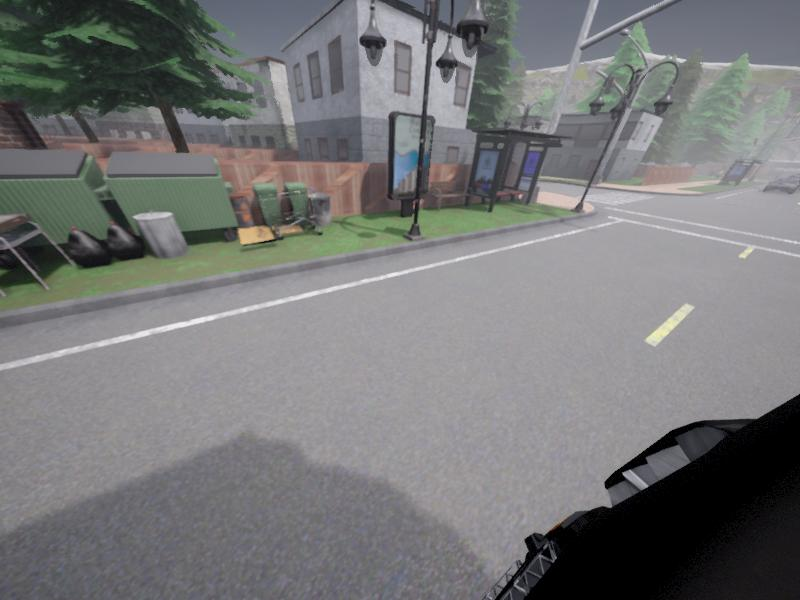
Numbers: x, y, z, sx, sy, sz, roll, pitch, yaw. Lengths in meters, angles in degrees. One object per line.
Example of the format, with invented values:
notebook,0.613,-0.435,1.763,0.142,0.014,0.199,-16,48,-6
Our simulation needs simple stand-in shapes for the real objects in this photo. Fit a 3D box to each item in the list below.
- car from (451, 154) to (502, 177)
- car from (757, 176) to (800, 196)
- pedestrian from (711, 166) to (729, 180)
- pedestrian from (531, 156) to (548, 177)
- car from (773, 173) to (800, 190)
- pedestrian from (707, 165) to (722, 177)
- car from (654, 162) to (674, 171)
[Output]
car,8.161,-14.656,25.077,1.932,1.855,4.605,-24,42,-34
car,39.094,-11.642,23.536,5.357,1.411,2.033,-17,38,-27
pedestrian,49.060,-19.439,35.399,0.751,1.860,0.751,-14,37,-24
pedestrian,15.241,-14.646,25.348,0.751,1.860,0.751,-13,37,-23
car,51.219,-15.344,29.922,5.027,1.651,2.152,-17,38,-27
pedestrian,58.629,-24.015,43.080,0.751,1.860,0.751,-18,39,-29
car,68.891,-34.729,60.179,4.605,1.855,1.932,-18,39,-28
